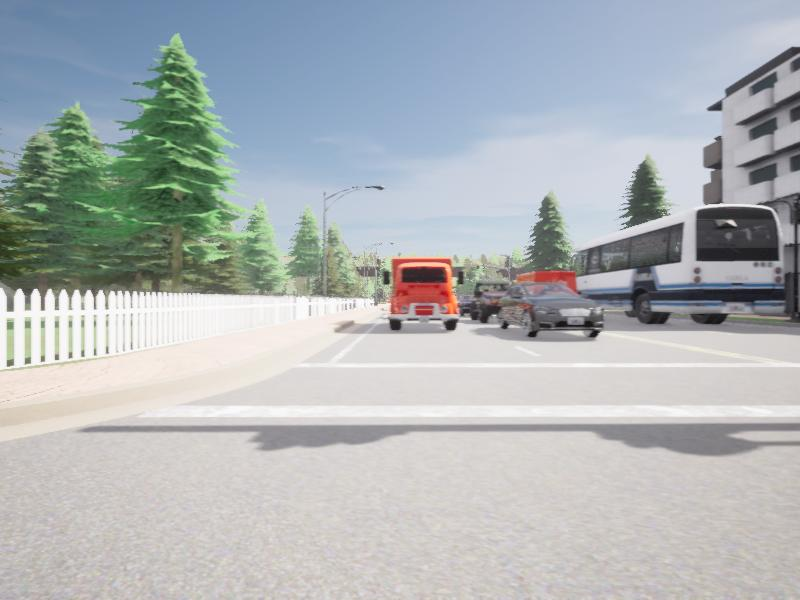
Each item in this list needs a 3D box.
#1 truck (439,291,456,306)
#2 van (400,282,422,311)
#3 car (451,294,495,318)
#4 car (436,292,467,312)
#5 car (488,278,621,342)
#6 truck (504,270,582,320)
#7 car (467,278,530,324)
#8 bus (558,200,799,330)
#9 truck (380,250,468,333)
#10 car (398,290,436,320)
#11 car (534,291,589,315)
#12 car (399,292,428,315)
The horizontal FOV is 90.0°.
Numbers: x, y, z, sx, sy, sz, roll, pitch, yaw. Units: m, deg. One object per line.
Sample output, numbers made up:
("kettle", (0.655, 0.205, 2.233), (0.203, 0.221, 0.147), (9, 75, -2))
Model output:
("truck", (8.413, -0.251, 71.412), (2.627, 2.467, 5.204), (0, 0, 1))
("van", (1.023, -0.281, 38.335), (1.988, 2.561, 5.915), (0, 0, 1))
("car", (4.365, 0.341, 24.516), (1.895, 1.301, 4.718), (0, 0, 1))
("car", (4.496, 0.178, 35.666), (2.152, 1.651, 5.027), (0, 0, 1))
("car", (4.219, 0.234, 11.966), (2.128, 1.511, 4.902), (0, 0, 1))
("truck", (7.841, -0.247, 22.647), (2.627, 2.467, 5.204), (0, 0, 1))
("car", (4.287, 0.044, 18.040), (1.905, 1.878, 3.866), (0, 0, 1))
("bus", (11.171, -1.140, 18.283), (3.944, 4.253, 10.273), (0, 0, 1))
("truck", (0.748, -0.244, 14.466), (2.627, 2.467, 5.204), (0, 0, 1))
("car", (0.833, 0.244, 21.822), (1.837, 1.490, 4.892), (0, 0, 1))
("car", (11.414, 0.196, 28.707), (1.801, 1.575, 5.366), (0, 0, 1))
("car", (0.910, 0.243, 28.383), (1.837, 1.490, 4.892), (0, 0, 1))
